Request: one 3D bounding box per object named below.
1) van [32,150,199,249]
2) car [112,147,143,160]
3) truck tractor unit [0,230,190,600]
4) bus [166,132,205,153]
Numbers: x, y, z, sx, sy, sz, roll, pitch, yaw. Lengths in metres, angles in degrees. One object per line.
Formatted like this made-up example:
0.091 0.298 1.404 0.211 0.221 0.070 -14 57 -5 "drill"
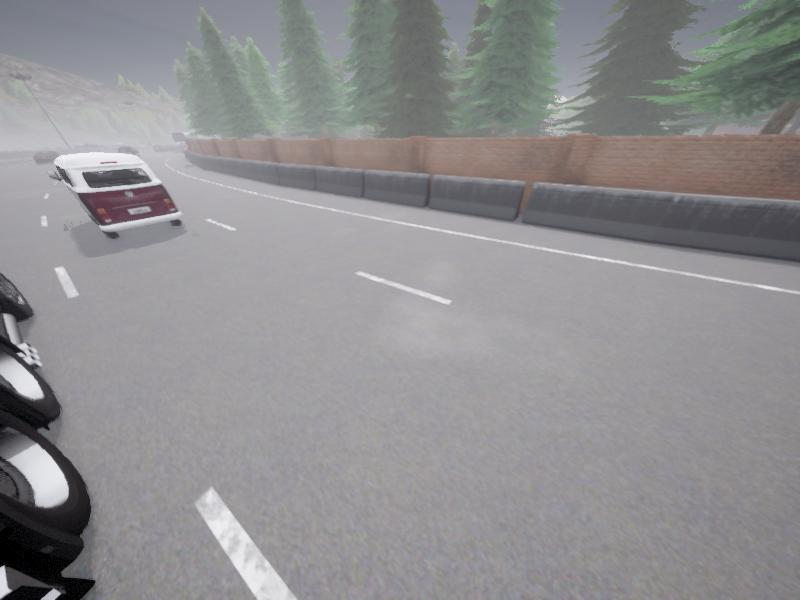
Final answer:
-8.883 -3.409 7.254 4.480 2.038 2.069 23 42 29 "van"
-44.440 -24.120 37.849 2.033 1.649 4.856 -22 39 -27 "car"
-5.052 -0.353 0.872 6.516 4.208 3.053 20 39 27 "truck tractor unit"
-55.926 -41.478 60.772 3.944 4.253 10.273 -13 37 -18 "bus"
